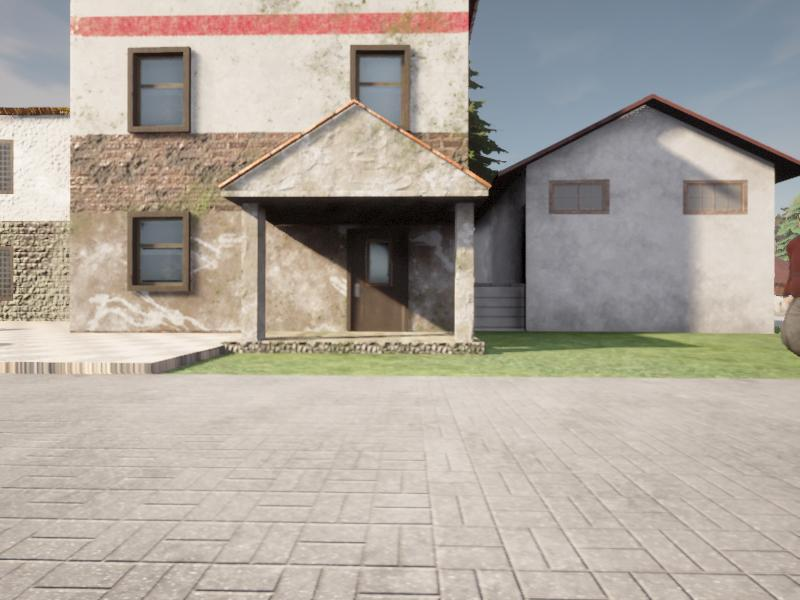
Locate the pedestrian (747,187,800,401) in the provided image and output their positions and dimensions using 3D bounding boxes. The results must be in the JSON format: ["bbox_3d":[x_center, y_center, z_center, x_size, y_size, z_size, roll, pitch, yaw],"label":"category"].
[{"bbox_3d":[3.855,-0.055,3.637,0.751,1.860,0.751,0,0,1],"label":"pedestrian"}]
